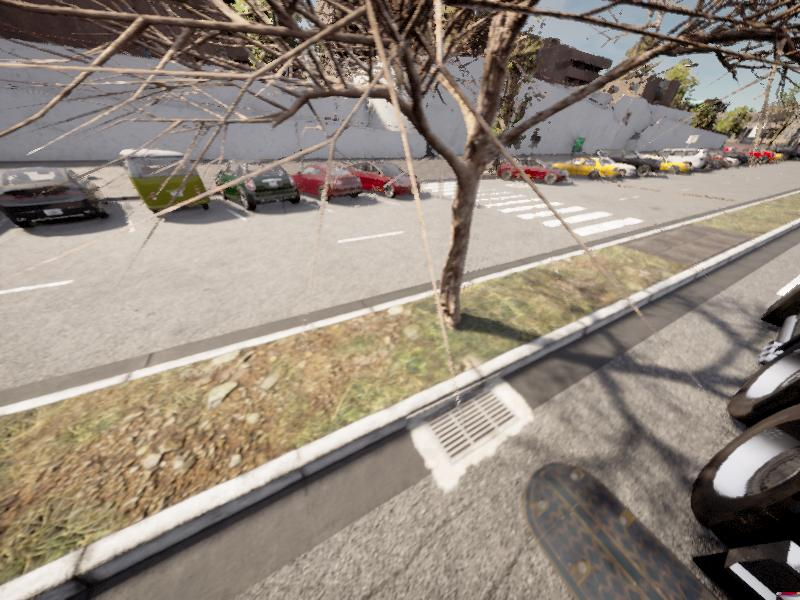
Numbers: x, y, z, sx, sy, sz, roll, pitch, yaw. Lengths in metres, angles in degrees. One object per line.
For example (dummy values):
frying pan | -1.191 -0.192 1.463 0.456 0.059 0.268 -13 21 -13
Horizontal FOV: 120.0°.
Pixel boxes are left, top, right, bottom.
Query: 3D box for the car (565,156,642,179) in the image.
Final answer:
car | 17.730 -11.710 20.310 4.674 1.452 2.002 28 42 35

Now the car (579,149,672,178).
car | 20.444 -12.679 21.258 5.566 2.045 2.435 28 42 35

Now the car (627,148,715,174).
car | 28.448 -14.945 24.643 5.566 2.045 2.435 28 43 35

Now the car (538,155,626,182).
car | 14.909 -11.075 19.256 5.366 1.575 1.946 28 43 35

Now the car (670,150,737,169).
car | 36.500 -17.128 28.053 4.553 1.767 2.185 28 43 35

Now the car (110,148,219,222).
car | -9.150 -4.648 8.935 4.442 1.987 1.878 28 43 35

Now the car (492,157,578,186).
car | 9.704 -9.501 16.899 4.792 1.488 2.163 28 42 35

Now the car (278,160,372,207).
car | -3.733 -5.837 11.262 4.674 1.452 2.002 28 43 35

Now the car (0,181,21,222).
car | -14.370 -3.161 6.597 5.566 2.045 2.435 28 42 35

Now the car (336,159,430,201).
car | -1.026 -6.572 12.378 4.792 1.488 2.163 28 42 35

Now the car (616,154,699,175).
car | 25.919 -13.907 23.547 5.366 1.575 1.946 28 42 35

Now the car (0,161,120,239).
car | -11.727 -3.685 7.870 4.892 1.521 2.231 28 43 35

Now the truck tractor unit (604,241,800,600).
truck tractor unit | 5.125 -0.273 0.852 6.516 4.208 3.053 -18 42 -27

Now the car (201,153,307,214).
car | -6.376 -5.237 10.032 4.553 1.767 2.185 28 43 35
